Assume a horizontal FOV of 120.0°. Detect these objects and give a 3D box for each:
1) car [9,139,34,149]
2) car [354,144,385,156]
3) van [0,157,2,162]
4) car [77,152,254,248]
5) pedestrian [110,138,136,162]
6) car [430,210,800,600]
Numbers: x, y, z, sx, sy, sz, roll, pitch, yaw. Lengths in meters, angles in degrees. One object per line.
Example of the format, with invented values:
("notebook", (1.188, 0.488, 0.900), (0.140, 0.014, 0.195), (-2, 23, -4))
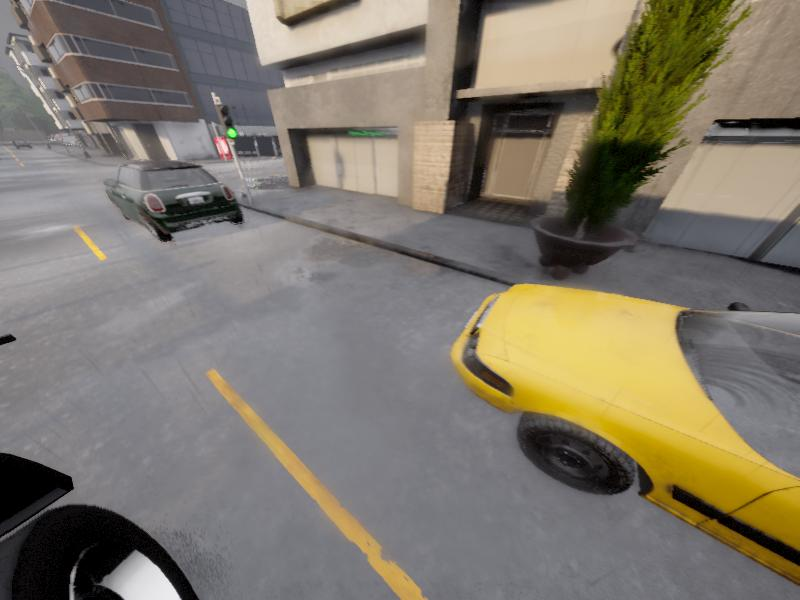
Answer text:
("car", (-75.435, -31.095, 46.005), (5.357, 1.411, 2.033), (22, 41, 28))
("car", (-4.549, -22.945, 35.244), (1.895, 1.301, 4.718), (22, 41, 28))
("van", (-42.873, -15.425, 23.133), (5.915, 2.561, 1.988), (22, 41, 28))
("car", (-6.906, -3.231, 6.857), (4.553, 1.767, 2.097), (22, 41, 28))
("pedestrian", (-26.736, -14.492, 22.322), (0.751, 1.860, 0.751), (22, 41, 28))
("car", (3.020, 0.913, 1.269), (5.366, 1.575, 1.801), (22, 41, 28))
